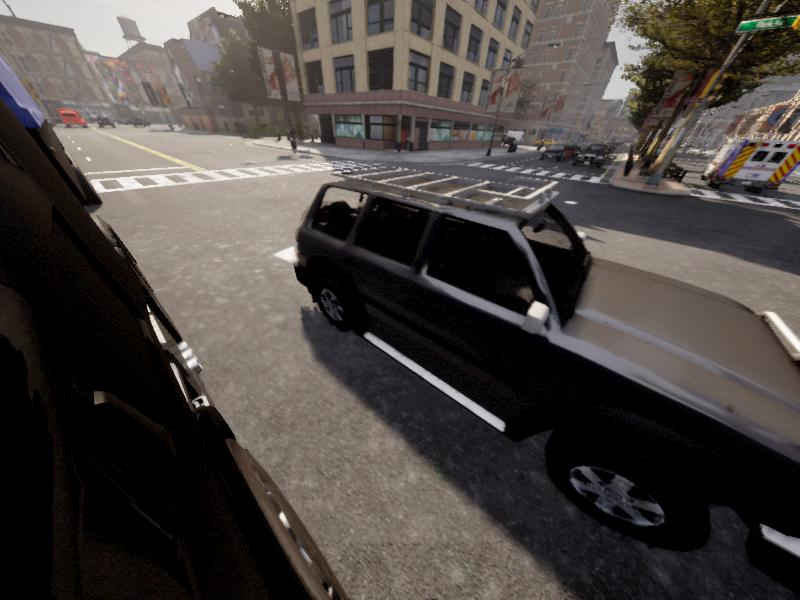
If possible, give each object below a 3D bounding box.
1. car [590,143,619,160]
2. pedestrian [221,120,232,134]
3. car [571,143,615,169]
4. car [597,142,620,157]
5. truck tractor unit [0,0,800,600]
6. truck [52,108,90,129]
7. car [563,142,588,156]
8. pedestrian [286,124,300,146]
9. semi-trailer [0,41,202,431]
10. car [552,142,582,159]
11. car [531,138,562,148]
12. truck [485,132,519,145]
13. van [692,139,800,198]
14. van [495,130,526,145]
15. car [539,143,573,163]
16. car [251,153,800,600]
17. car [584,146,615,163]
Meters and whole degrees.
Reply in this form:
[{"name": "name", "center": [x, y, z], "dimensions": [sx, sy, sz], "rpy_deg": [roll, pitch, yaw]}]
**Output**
[{"name": "car", "center": [26.997, -19.632, 30.467], "dimensions": [2.128, 1.511, 4.902], "rpy_deg": [28, 43, 30]}, {"name": "pedestrian", "center": [-29.337, -29.245, 39.079], "dimensions": [0.751, 1.860, 0.751], "rpy_deg": [12, 38, 12]}, {"name": "car", "center": [18.109, -13.581, 21.645], "dimensions": [2.242, 1.667, 4.611], "rpy_deg": [28, 44, 30]}, {"name": "car", "center": [31.244, -22.590, 34.627], "dimensions": [1.851, 1.617, 3.988], "rpy_deg": [28, 43, 30]}, {"name": "truck tractor unit", "center": [-2.645, -0.295, 0.351], "dimensions": [6.516, 4.208, 3.053], "rpy_deg": [28, 44, 30]}, {"name": "truck", "center": [-54.827, -30.308, 38.621], "dimensions": [5.204, 2.467, 2.627], "rpy_deg": [31, 45, 33]}, {"name": "car", "center": [25.026, -21.569, 32.947], "dimensions": [1.837, 1.490, 4.892], "rpy_deg": [27, 43, 29]}, {"name": "pedestrian", "center": [-11.136, -17.202, 24.133], "dimensions": [0.751, 1.860, 0.751], "rpy_deg": [-29, 47, -35]}, {"name": "semi-trailer", "center": [-8.701, -3.602, 4.227], "dimensions": [14.254, 4.402, 2.717], "rpy_deg": [28, 44, 30]}, {"name": "car", "center": [20.865, -18.694, 28.797], "dimensions": [2.007, 1.525, 4.514], "rpy_deg": [28, 43, 30]}, {"name": "car", "center": [32.435, -35.025, 51.386], "dimensions": [5.366, 1.575, 1.801], "rpy_deg": [15, 38, 15]}, {"name": "truck", "center": [23.178, -36.842, 52.782], "dimensions": [6.274, 2.098, 2.390], "rpy_deg": [27, 43, 29]}, {"name": "van", "center": [20.764, -8.203, 13.981], "dimensions": [2.351, 2.431, 6.366], "rpy_deg": [28, 44, 30]}, {"name": "van", "center": [25.997, -38.327, 54.588], "dimensions": [5.915, 2.561, 1.988], "rpy_deg": [26, 43, 28]}, {"name": "car", "center": [16.646, -15.720, 24.605], "dimensions": [1.812, 1.442, 4.674], "rpy_deg": [28, 43, 30]}, {"name": "car", "center": [0.782, -0.232, 2.459], "dimensions": [4.605, 1.855, 1.932], "rpy_deg": [28, 43, 30]}, {"name": "car", "center": [22.731, -16.645, 26.306], "dimensions": [1.994, 1.385, 4.181], "rpy_deg": [28, 43, 30]}]
